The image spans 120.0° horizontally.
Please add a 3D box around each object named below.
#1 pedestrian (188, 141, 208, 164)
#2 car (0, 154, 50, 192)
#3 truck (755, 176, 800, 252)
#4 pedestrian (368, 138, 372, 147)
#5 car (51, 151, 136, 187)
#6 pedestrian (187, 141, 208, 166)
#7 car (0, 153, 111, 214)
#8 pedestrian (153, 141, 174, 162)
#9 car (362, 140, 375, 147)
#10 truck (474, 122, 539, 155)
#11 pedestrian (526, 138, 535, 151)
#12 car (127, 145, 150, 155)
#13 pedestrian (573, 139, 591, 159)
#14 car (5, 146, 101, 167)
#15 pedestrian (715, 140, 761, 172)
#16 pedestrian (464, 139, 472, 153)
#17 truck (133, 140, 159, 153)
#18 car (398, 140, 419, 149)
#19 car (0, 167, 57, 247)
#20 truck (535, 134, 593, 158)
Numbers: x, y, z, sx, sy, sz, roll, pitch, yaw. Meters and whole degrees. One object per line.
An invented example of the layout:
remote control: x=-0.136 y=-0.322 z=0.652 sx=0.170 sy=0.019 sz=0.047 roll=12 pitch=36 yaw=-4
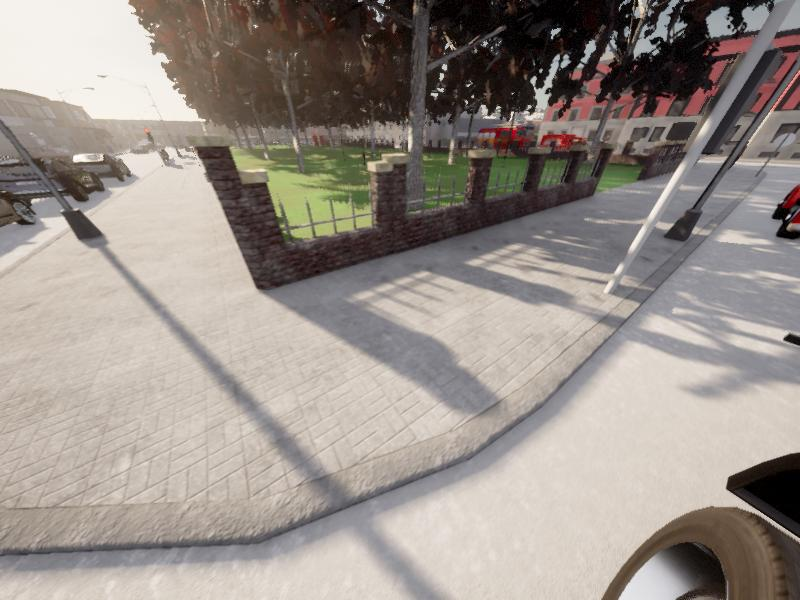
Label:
pedestrian: x=-19.827 y=-14.488 z=22.721 sx=0.751 sy=1.860 sz=0.751 roll=-22 pitch=41 yaw=-27
car: x=-22.647 y=-7.128 z=12.854 sx=1.837 sy=1.490 sz=4.892 roll=-22 pitch=41 yaw=-28
truck: x=11.995 y=-2.733 z=5.552 sx=5.204 sy=2.467 sz=2.627 roll=-23 pitch=41 yaw=-28
pedestrian: x=-7.603 y=-39.818 z=58.520 sx=0.751 sy=1.860 sz=0.751 roll=-22 pitch=41 yaw=-27
car: x=-19.186 y=-8.544 z=14.822 sx=2.128 sy=1.511 sz=4.902 roll=-24 pitch=42 yaw=-30
pedestrian: x=-18.349 y=-13.267 z=20.982 sx=0.751 sy=1.860 sz=0.751 roll=-22 pitch=40 yaw=-27
car: x=-15.308 y=-5.341 z=10.159 sx=2.033 sy=1.649 sz=4.856 roll=-23 pitch=41 yaw=-29
pedestrian: x=-25.671 y=-16.141 z=25.100 sx=0.751 sy=1.860 sz=0.751 roll=-12 pitch=37 yaw=-17
car: x=-10.054 y=-50.270 z=74.131 sx=2.033 sy=1.649 sz=4.856 roll=-22 pitch=41 yaw=-28
truck: x=16.480 y=-25.536 z=36.655 sx=2.891 sy=3.827 sz=8.468 roll=-22 pitch=41 yaw=-28
pedestrian: x=23.755 y=-28.370 z=42.103 sx=0.751 sy=1.860 sz=0.751 roll=28 pitch=44 yaw=34
car: x=-47.420 y=-27.289 z=41.994 sx=1.812 sy=1.442 sz=4.674 roll=-22 pitch=41 yaw=-28
pedestrian: x=20.321 y=-16.855 z=25.815 sx=0.751 sy=1.860 sz=0.751 roll=-22 pitch=40 yaw=-27
car: x=-34.542 y=-14.486 z=23.235 sx=4.856 sy=1.649 sz=2.033 roll=-11 pitch=35 yaw=-15
pedestrian: x=23.525 y=-10.047 z=16.151 sx=0.751 sy=1.860 sz=0.751 roll=4 pitch=35 yaw=6
pedestrian: x=10.826 y=-24.657 z=36.926 sx=0.751 sy=1.860 sz=0.751 roll=-1 pitch=35 yaw=0
truck: x=-53.200 y=-32.306 z=48.568 sx=2.390 sy=2.098 sz=6.274 roll=-22 pitch=41 yaw=-28
car: x=1.956 y=-36.684 z=54.453 sx=2.152 sy=1.651 sz=5.027 roll=-22 pitch=40 yaw=-28
car: x=-11.614 y=-2.059 z=5.588 sx=2.128 sy=1.511 sz=4.902 roll=-22 pitch=41 yaw=-28
truck: x=21.729 y=-20.667 z=30.898 sx=2.627 sy=2.467 sz=5.204 roll=-23 pitch=41 yaw=-28
